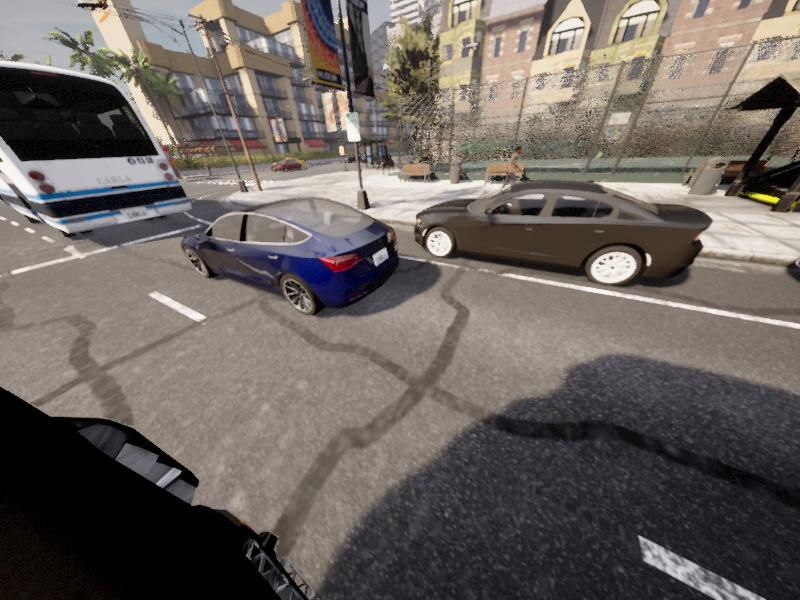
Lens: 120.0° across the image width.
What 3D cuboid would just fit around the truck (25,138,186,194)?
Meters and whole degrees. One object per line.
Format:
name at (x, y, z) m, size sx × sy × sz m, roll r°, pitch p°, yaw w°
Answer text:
truck at (-27.048, -13.108, 22.309) m, size 8.468 × 3.827 × 2.891 m, roll -26°, pitch 40°, yaw -31°

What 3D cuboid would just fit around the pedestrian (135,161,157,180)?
pedestrian at (-30.115, -15.388, 27.433) m, size 0.751 × 1.860 × 0.751 m, roll 3°, pitch 34°, yaw 9°

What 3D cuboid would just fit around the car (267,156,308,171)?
car at (-16.799, -20.665, 34.901) m, size 1.801 × 1.575 × 5.366 m, roll 15°, pitch 37°, yaw 24°

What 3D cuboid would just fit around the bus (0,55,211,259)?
bus at (-13.057, -5.089, 8.774) m, size 10.273 × 4.253 × 3.944 m, roll 15°, pitch 38°, yaw 25°

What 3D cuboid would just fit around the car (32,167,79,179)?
car at (-66.703, -24.752, 44.896) m, size 2.033 × 1.649 × 4.856 m, roll -6°, pitch 34°, yaw -4°

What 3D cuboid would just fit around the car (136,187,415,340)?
car at (-2.342, -1.172, 4.553) m, size 4.792 × 1.488 × 2.163 m, roll 15°, pitch 38°, yaw 25°

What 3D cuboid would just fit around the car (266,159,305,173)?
car at (-15.296, -18.074, 31.078) m, size 1.994 × 1.385 × 4.181 m, roll 15°, pitch 37°, yaw 24°

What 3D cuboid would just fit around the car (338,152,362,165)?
car at (-8.848, -25.097, 40.921) m, size 1.851 × 1.617 × 3.988 m, roll 15°, pitch 37°, yaw 24°

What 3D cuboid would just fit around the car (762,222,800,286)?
car at (8.393, -0.353, 2.206) m, size 4.553 × 1.767 × 2.185 m, roll 15°, pitch 37°, yaw 25°

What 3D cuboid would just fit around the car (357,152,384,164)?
car at (-5.058, -24.955, 40.604) m, size 2.033 × 1.411 × 5.357 m, roll 15°, pitch 37°, yaw 24°

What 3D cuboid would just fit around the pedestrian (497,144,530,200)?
pedestrian at (4.529, -5.110, 9.276) m, size 0.751 × 1.860 × 0.751 m, roll 13°, pitch 37°, yaw 23°

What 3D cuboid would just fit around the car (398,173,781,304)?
car at (2.698, -1.681, 4.875) m, size 5.008 × 1.535 × 2.097 m, roll 15°, pitch 37°, yaw 25°
